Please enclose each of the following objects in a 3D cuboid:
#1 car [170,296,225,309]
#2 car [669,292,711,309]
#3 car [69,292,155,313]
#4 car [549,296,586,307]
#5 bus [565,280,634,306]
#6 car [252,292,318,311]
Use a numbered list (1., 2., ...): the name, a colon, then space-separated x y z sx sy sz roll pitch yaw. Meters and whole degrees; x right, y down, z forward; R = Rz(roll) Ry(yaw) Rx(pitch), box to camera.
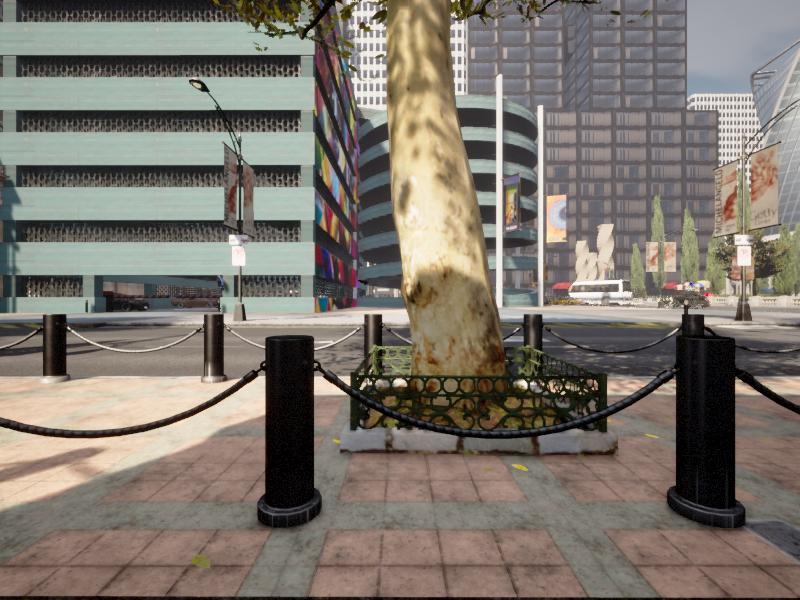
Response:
1. car: -20.752 0.207 41.191 4.718 1.301 1.895 0 0 0
2. car: 33.421 0.045 46.182 1.905 1.878 3.866 0 0 -3
3. car: -21.193 0.157 29.591 4.786 1.482 2.161 0 0 0
4. car: 26.153 0.208 62.656 1.801 1.575 5.366 0 0 -27
5. bus: 34.318 -1.139 69.441 3.944 4.253 10.273 0 0 -32
6. car: -9.593 0.117 33.684 4.902 1.511 2.128 0 0 0
